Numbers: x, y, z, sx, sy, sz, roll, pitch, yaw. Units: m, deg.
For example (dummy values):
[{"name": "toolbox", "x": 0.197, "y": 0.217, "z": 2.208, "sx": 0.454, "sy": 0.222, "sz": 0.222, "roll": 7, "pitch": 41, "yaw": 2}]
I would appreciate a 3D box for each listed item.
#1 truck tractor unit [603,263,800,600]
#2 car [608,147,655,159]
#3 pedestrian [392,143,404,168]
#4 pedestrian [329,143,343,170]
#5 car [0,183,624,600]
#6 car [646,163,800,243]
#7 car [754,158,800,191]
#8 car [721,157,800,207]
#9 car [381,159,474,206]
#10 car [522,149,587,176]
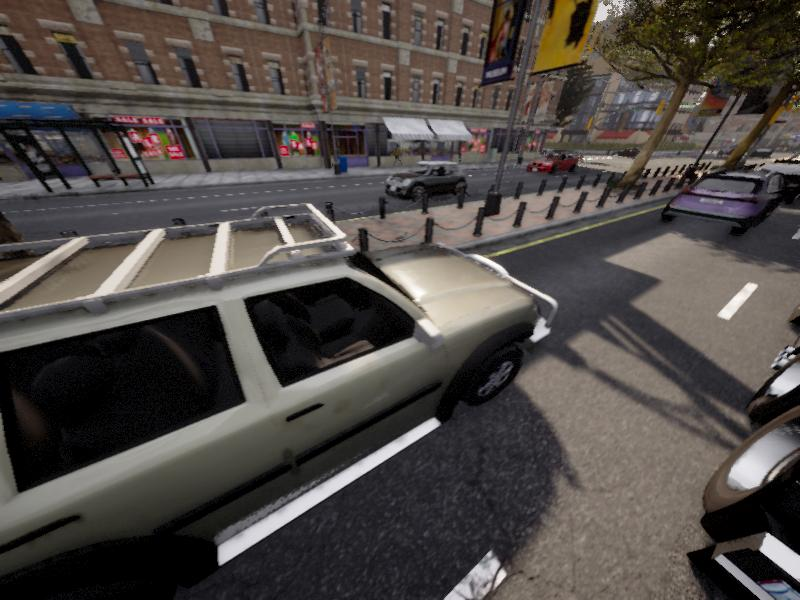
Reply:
[{"name": "truck tractor unit", "x": 5.109, "y": -0.300, "z": 0.797, "sx": 6.516, "sy": 4.208, "sz": 3.053, "roll": -18, "pitch": 39, "yaw": -24}, {"name": "car", "x": 37.415, "y": -23.851, "z": 37.464, "sx": 1.837, "sy": 1.490, "sz": 4.892, "roll": -15, "pitch": 37, "yaw": -21}, {"name": "pedestrian", "x": -0.196, "y": -13.078, "z": 20.916, "sx": 0.751, "sy": 1.860, "sz": 0.751, "roll": -16, "pitch": 38, "yaw": -22}, {"name": "pedestrian", "x": -5.356, "y": -12.094, "z": 19.443, "sx": 0.751, "sy": 1.860, "sz": 0.751, "roll": -15, "pitch": 38, "yaw": -21}, {"name": "car", "x": -0.845, "y": 0.296, "z": 1.934, "sx": 4.605, "sy": 1.855, "sz": 1.932, "roll": -17, "pitch": 38, "yaw": -25}, {"name": "car", "x": 10.952, "y": -3.431, "z": 7.656, "sx": 4.856, "sy": 1.649, "sz": 2.033, "roll": -18, "pitch": 39, "yaw": -24}, {"name": "car", "x": 24.442, "y": -7.750, "z": 14.154, "sx": 3.806, "sy": 1.475, "sz": 1.970, "roll": -16, "pitch": 38, "yaw": -23}, {"name": "car", "x": 18.536, "y": -5.901, "z": 11.284, "sx": 5.238, "sy": 1.638, "sz": 1.930, "roll": -18, "pitch": 39, "yaw": -24}, {"name": "car", "x": 1.268, "y": -5.655, "z": 10.888, "sx": 3.806, "sy": 1.475, "sz": 1.970, "roll": -20, "pitch": 40, "yaw": -26}, {"name": "car", "x": 13.018, "y": -11.700, "z": 19.549, "sx": 4.611, "sy": 1.667, "sz": 2.242, "roll": -18, "pitch": 39, "yaw": -25}]
